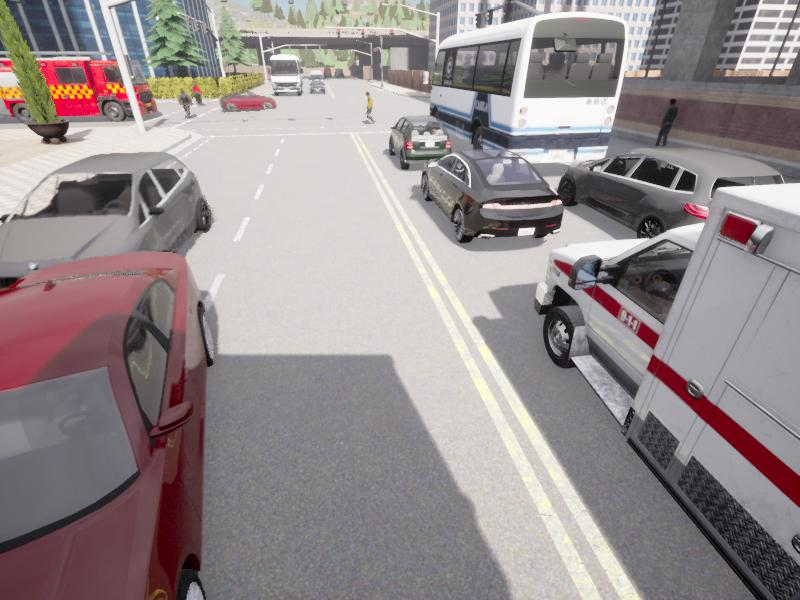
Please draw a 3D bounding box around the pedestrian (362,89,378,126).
[{"bbox_3d":[-1.753,-11.181,23.277,0.751,1.860,0.751,-6,31,-10],"label":"pedestrian"}]

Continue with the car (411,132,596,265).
[{"bbox_3d":[1.778,-2.581,8.940,2.128,1.511,4.902,-5,31,-9],"label":"car"}]

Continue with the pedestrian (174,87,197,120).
[{"bbox_3d":[-13.840,-12.670,25.838,0.751,1.860,0.751,-5,31,-9],"label":"pedestrian"}]

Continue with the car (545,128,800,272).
[{"bbox_3d":[5.412,-2.438,8.534,2.242,1.667,4.611,-5,31,-9],"label":"car"}]

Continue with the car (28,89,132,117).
[{"bbox_3d":[-22.491,-14.001,28.392,5.238,1.638,1.930,-5,31,-9],"label":"car"}]

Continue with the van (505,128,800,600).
[{"bbox_3d":[3.127,0.796,2.247,2.351,2.431,6.366,-5,31,-9],"label":"van"}]

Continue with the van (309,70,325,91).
[{"bbox_3d":[-12.209,-32.226,58.705,1.988,2.561,5.915,-5,31,-9],"label":"van"}]

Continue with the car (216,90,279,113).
[{"bbox_3d":[-11.989,-15.674,31.517,4.181,1.385,1.994,-14,33,-22],"label":"car"}]

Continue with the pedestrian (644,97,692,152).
[{"bbox_3d":[10.224,-6.734,15.349,0.751,1.860,0.751,-5,31,-8],"label":"pedestrian"}]

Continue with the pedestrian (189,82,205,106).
[{"bbox_3d":[-17.735,-17.997,34.965,0.751,1.860,0.751,-6,31,-11],"label":"pedestrian"}]

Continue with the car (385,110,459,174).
[{"bbox_3d":[0.641,-5.789,14.392,1.789,1.549,3.705,-5,31,-9],"label":"car"}]

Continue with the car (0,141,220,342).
[{"bbox_3d":[-4.875,-1.387,6.743,2.242,1.667,4.611,-5,31,-9],"label":"car"}]

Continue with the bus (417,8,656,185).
[{"bbox_3d":[3.722,-7.941,15.399,3.944,4.253,10.273,-5,31,-9],"label":"bus"}]

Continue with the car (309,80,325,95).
[{"bbox_3d":[-10.705,-27.576,51.825,1.812,1.442,4.674,-5,31,-9],"label":"car"}]

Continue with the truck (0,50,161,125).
[{"bbox_3d":[-20.567,-13.301,25.025,8.468,3.827,2.891,-5,31,-8],"label":"truck"}]

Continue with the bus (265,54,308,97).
[{"bbox_3d":[-13.855,-27.980,49.735,3.944,4.253,10.273,-5,31,-9],"label":"bus"}]

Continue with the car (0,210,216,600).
[{"bbox_3d":[-2.557,0.899,2.968,1.882,1.535,5.008,-11,32,-19],"label":"car"}]
